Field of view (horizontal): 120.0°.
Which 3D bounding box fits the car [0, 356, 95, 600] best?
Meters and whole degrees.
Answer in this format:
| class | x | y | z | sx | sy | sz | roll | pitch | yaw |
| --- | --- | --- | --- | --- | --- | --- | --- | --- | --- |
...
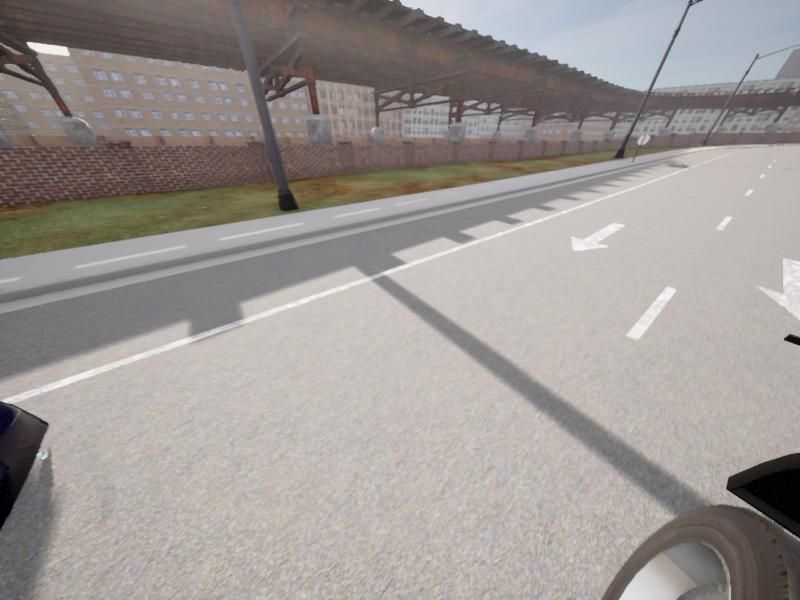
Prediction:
| class | x | y | z | sx | sy | sz | roll | pitch | yaw |
| --- | --- | --- | --- | --- | --- | --- | --- | --- | --- |
| car | -3.916 | 1.606 | 0.344 | 3.633 | 1.501 | 1.845 | -23 | 41 | -28 |
